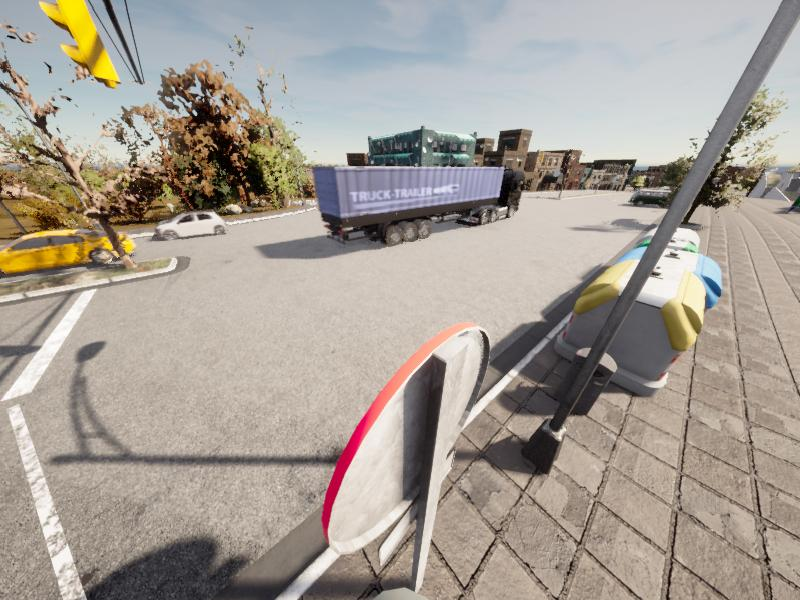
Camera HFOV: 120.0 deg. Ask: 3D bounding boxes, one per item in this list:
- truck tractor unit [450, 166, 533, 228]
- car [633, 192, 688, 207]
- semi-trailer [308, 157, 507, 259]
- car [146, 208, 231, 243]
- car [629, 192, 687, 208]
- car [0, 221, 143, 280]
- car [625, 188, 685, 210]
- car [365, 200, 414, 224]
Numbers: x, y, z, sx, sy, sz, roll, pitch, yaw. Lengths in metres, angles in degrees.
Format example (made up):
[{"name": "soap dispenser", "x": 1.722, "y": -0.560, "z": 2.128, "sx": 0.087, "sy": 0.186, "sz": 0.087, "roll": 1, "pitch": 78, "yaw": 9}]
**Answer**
[{"name": "truck tractor unit", "x": 7.854, "y": -9.148, "z": 20.000, "sx": 6.516, "sy": 4.208, "sz": 3.053, "roll": -23, "pitch": 37, "yaw": -33}, {"name": "car", "x": 36.754, "y": -14.328, "z": 32.812, "sx": 4.674, "sy": 1.452, "sz": 2.002, "roll": 17, "pitch": 33, "yaw": 25}, {"name": "semi-trailer", "x": 1.802, "y": -6.729, "z": 15.537, "sx": 14.254, "sy": 4.402, "sz": 2.717, "roll": -22, "pitch": 36, "yaw": -34}, {"name": "car", "x": -13.535, "y": -4.932, "z": 15.012, "sx": 3.633, "sy": 1.501, "sz": 1.845, "roll": -22, "pitch": 37, "yaw": -34}, {"name": "car", "x": 34.472, "y": -13.468, "z": 31.109, "sx": 4.674, "sy": 1.452, "sz": 2.002, "roll": 17, "pitch": 32, "yaw": 25}, {"name": "car", "x": -15.377, "y": -2.256, "z": 10.244, "sx": 5.008, "sy": 1.535, "sz": 1.882, "roll": -22, "pitch": 37, "yaw": -34}, {"name": "car", "x": 32.099, "y": -12.864, "z": 29.311, "sx": 4.442, "sy": 1.987, "sz": 1.878, "roll": 17, "pitch": 33, "yaw": 25}, {"name": "car", "x": -0.867, "y": -8.070, "z": 20.988, "sx": 4.193, "sy": 1.474, "sz": 1.816, "roll": -22, "pitch": 36, "yaw": -35}]
